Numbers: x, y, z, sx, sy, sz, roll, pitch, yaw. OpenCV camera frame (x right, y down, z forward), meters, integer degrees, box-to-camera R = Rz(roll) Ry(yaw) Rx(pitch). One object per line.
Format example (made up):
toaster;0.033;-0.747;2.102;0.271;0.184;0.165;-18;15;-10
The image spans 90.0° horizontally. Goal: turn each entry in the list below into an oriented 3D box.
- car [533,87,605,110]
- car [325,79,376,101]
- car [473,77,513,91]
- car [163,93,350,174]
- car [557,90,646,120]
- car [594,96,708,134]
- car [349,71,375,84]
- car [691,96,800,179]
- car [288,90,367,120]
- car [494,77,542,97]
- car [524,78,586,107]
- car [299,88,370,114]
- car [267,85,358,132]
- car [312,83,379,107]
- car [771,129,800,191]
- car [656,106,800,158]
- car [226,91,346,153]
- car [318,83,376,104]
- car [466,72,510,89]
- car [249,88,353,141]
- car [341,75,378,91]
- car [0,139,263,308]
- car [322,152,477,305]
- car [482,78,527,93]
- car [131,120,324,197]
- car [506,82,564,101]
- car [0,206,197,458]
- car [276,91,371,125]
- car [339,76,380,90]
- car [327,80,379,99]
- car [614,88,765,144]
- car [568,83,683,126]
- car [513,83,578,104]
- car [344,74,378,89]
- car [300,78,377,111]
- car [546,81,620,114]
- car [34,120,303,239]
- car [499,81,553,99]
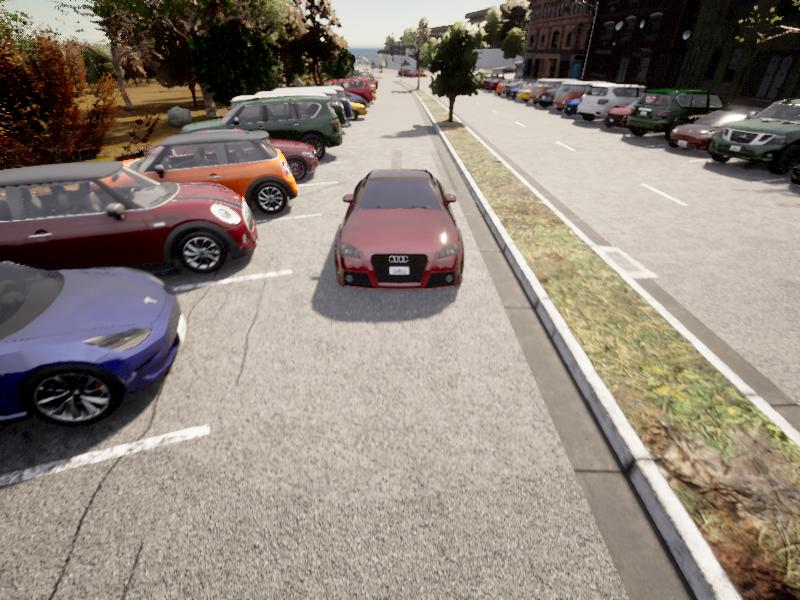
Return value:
car;13.337;-16.032;31.748;4.792;1.488;2.163;-10;32;-18
car;-4.943;-21.017;39.970;4.553;1.767;2.185;-12;32;-17
car;12.788;-29.819;55.129;5.008;1.535;2.097;-11;33;-20
car;-4.875;-6.045;14.244;5.566;2.045;2.435;-11;32;-17
car;13.325;-13.000;26.532;5.008;1.535;2.097;-10;32;-18
car;13.332;-9.954;21.351;5.008;1.535;2.097;-10;32;-18
car;-7.112;-42.091;75.648;4.442;1.987;1.878;-14;33;-21
car;13.318;-5.594;13.438;5.566;2.045;2.435;-10;32;-18
car;-4.902;-13.342;27.217;4.792;1.488;2.163;-11;32;-17
car;13.139;-23.803;44.654;4.553;1.767;2.185;-11;32;-19
car;13.194;-17.751;34.166;4.442;1.987;1.878;-10;32;-18
car;-4.857;-14.864;29.806;4.792;1.488;2.163;-11;32;-17
car;-4.759;-10.577;22.004;4.442;1.987;1.878;-11;32;-17
car;-4.737;-17.935;34.963;5.366;1.575;1.946;-11;32;-17
car;13.316;-3.829;10.991;4.792;1.488;2.163;-10;32;-18
car;13.309;-6.876;16.173;4.792;1.488;2.163;-10;32;-18
car;-4.744;-7.560;16.869;4.442;1.987;1.878;-11;32;-17
car;-4.928;-19.399;37.467;4.892;1.521;2.231;-11;32;-17
car;12.621;-31.559;57.590;5.566;2.045;2.435;-12;33;-20
car;-4.752;-9.068;19.436;4.442;1.987;1.878;-11;32;-17
car;-5.545;-30.007;55.276;4.553;1.767;2.185;-13;32;-19
car;-4.865;-1.414;6.613;4.553;1.767;2.185;-11;32;-17
car;-0.007;-1.582;7.302;1.994;1.385;4.181;0;30;0
car;13.003;-26.760;49.928;5.008;1.535;2.097;-11;32;-19
car;-4.843;-4.293;11.838;4.674;1.452;2.002;-11;32;-17
car;13.265;-20.633;39.514;5.008;1.535;2.097;-10;33;-18
car;-4.806;0.426;3.786;4.792;1.488;2.163;-11;32;-17
car;-4.695;-11.905;24.702;5.366;1.575;1.946;-11;32;-17
car;-5.833;-31.363;57.831;5.366;1.575;1.946;-13;33;-19
car;-5.011;-22.405;42.582;5.008;1.535;2.097;-12;32;-17
car;13.360;-8.655;18.646;5.566;2.045;2.435;-10;32;-18
car;13.353;-11.700;23.826;5.566;2.045;2.435;-10;32;-18
car;13.454;-19.142;36.977;5.366;1.575;1.946;-10;32;-18
car;-5.804;-33.012;60.390;4.553;1.767;2.185;-13;33;-19
car;-4.921;-16.600;32.206;5.566;2.045;2.435;-11;32;-17
car;13.213;-14.698;28.972;4.442;1.987;1.878;-10;32;-18
car;-4.807;-2.930;9.191;4.553;1.767;2.185;-11;32;-17
car;13.203;-22.162;42.116;4.892;1.521;2.231;-10;32;-18
